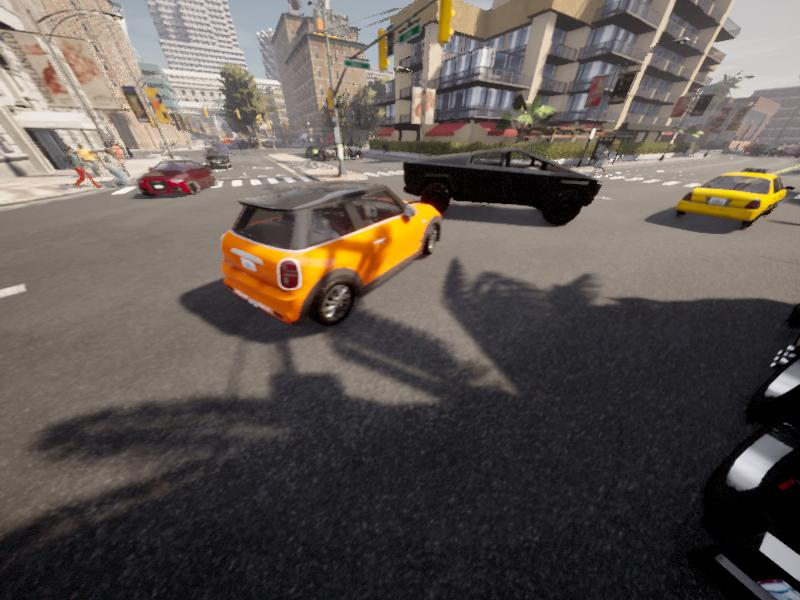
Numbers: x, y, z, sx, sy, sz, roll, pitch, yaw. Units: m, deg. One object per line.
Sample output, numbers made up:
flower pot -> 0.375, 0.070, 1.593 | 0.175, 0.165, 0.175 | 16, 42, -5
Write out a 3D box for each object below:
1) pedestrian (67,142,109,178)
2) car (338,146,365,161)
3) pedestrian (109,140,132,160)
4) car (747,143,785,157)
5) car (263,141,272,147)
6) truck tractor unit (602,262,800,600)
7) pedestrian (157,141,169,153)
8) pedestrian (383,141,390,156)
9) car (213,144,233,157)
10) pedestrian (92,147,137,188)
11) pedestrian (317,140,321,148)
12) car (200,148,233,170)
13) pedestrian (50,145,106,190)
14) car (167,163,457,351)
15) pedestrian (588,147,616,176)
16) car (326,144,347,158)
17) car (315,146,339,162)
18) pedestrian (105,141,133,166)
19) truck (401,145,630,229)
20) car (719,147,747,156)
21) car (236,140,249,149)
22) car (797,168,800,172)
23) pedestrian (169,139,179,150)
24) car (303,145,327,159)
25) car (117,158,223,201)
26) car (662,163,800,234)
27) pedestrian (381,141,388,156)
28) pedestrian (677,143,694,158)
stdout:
pedestrian -> -19.466, -8.750, 14.481 | 0.751, 1.860, 0.751 | -28, 44, -34
car -> -6.626, -19.990, 31.406 | 1.837, 1.490, 4.892 | -18, 39, -25
pedestrian -> -31.960, -17.172, 26.480 | 0.751, 1.860, 0.751 | -15, 38, -20
car -> 70.667, -29.054, 44.708 | 2.150, 2.045, 5.566 | 26, 42, 32
car -> -45.329, -53.479, 79.184 | 1.801, 1.575, 5.366 | -18, 39, -25
truck tractor unit -> 5.108, -0.302, 0.791 | 6.516, 4.208, 3.053 | -18, 39, -24
pedestrian -> -43.321, -28.005, 42.232 | 0.751, 1.860, 0.751 | -17, 38, -23
pedestrian -> -2.110, -23.771, 36.261 | 0.751, 1.860, 0.751 | -17, 39, -24
car -> -27.163, -23.074, 35.611 | 1.882, 1.535, 5.008 | -18, 39, -25
pedestrian -> -15.378, -7.141, 12.472 | 0.751, 1.860, 0.751 | 28, 43, 33
pedestrian -> -23.608, -45.413, 67.198 | 0.751, 1.860, 0.751 | -16, 38, -22
car -> -17.265, -13.495, 21.960 | 1.837, 1.490, 4.892 | -18, 39, -25
pedestrian -> -15.836, -6.523, 11.404 | 0.751, 1.860, 0.751 | 22, 40, 28
car -> -0.854, -1.473, 4.554 | 2.097, 1.767, 4.553 | 21, 40, 26
pedestrian -> 15.505, -10.635, 17.793 | 0.751, 1.860, 0.751 | -18, 39, -25
car -> -9.870, -23.174, 35.858 | 1.851, 1.617, 3.988 | -19, 39, -25
car -> -9.387, -18.768, 29.569 | 1.789, 1.549, 3.705 | -18, 39, -25
pedestrian -> -25.205, -13.137, 20.738 | 0.751, 1.860, 0.751 | -20, 40, -27
truck -> 3.392, -4.277, 8.363 | 6.274, 2.098, 2.390 | 10, 36, 13
car -> 69.105, -30.903, 47.994 | 1.895, 1.301, 4.718 | 23, 41, 29
car -> -43.124, -42.610, 63.131 | 2.150, 2.045, 5.566 | -18, 39, -25
car -> 39.446, -12.797, 21.395 | 3.988, 1.617, 1.851 | -18, 39, -25
pedestrian -> -47.943, -32.956, 49.041 | 0.751, 1.860, 0.751 | -20, 40, -27
car -> -12.549, -21.803, 33.931 | 2.007, 1.525, 4.514 | -19, 39, -25
car -> -11.186, -6.293, 11.763 | 1.994, 1.385, 4.181 | -8, 36, -12
car -> 12.074, -3.814, 8.231 | 5.366, 1.575, 1.801 | -18, 39, -25
pedestrian -> -2.353, -23.242, 35.496 | 0.751, 1.860, 0.751 | -15, 38, -21
pedestrian -> 44.667, -23.355, 36.106 | 0.751, 1.860, 0.751 | -17, 38, -24
